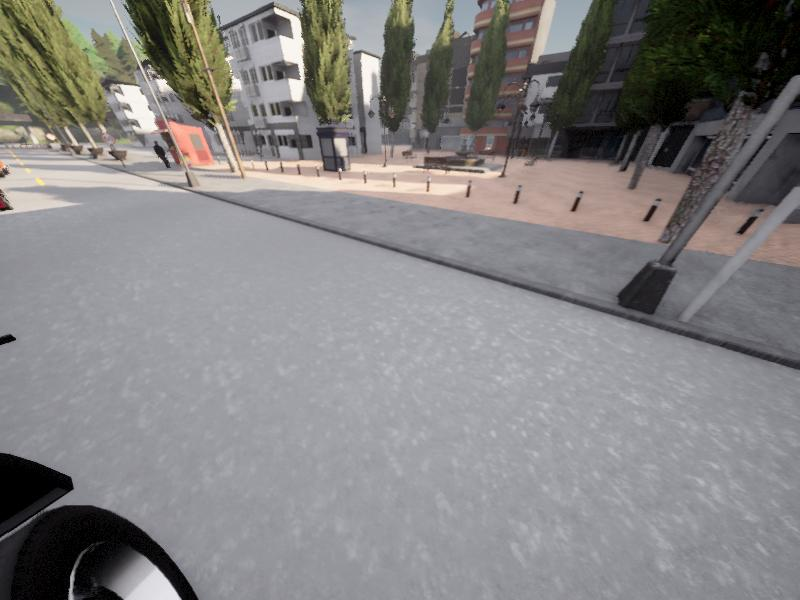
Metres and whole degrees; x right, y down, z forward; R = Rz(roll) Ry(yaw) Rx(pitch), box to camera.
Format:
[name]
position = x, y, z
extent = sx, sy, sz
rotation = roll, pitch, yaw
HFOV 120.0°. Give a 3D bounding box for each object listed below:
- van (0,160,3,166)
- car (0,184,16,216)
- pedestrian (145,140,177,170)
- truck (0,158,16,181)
[van]
position = -37.446, -13.189, 20.027
extent = 5.915, 2.561, 1.988
rotation = 22, 41, 28
[car]
position = -15.638, -3.795, 7.943
extent = 4.181, 1.385, 1.994
rotation = 23, 41, 28
[pedestrian]
position = -17.599, -10.716, 17.082
extent = 0.751, 1.860, 0.751
rotation = 18, 39, 23
[truck]
position = -26.277, -8.600, 13.691
extent = 5.204, 2.467, 2.627
rotation = 22, 41, 28
